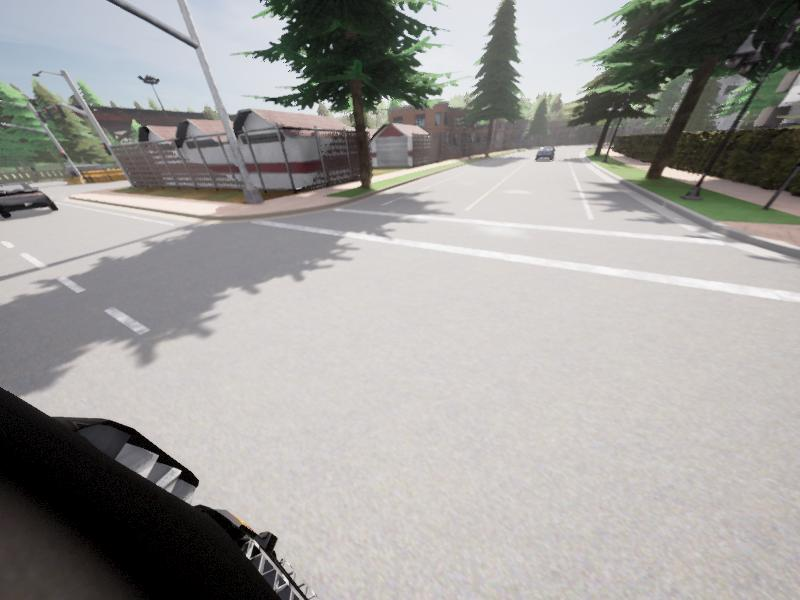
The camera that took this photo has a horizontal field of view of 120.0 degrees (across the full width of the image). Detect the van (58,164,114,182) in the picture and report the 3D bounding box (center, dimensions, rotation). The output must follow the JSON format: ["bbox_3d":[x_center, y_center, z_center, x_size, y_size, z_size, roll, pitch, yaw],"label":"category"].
[{"bbox_3d":[-48.398,-19.741,35.712,1.775,1.987,4.442,13,37,23],"label":"van"}]

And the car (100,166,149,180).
[{"bbox_3d":[-41.231,-19.043,34.649,1.994,1.385,4.181,13,37,23],"label":"car"}]

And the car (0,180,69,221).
[{"bbox_3d":[-21.162,-5.587,12.680,4.902,1.511,2.128,14,37,24],"label":"car"}]

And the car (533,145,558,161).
[{"bbox_3d":[18.392,-18.583,29.126,2.033,1.411,5.357,16,38,27],"label":"car"}]
